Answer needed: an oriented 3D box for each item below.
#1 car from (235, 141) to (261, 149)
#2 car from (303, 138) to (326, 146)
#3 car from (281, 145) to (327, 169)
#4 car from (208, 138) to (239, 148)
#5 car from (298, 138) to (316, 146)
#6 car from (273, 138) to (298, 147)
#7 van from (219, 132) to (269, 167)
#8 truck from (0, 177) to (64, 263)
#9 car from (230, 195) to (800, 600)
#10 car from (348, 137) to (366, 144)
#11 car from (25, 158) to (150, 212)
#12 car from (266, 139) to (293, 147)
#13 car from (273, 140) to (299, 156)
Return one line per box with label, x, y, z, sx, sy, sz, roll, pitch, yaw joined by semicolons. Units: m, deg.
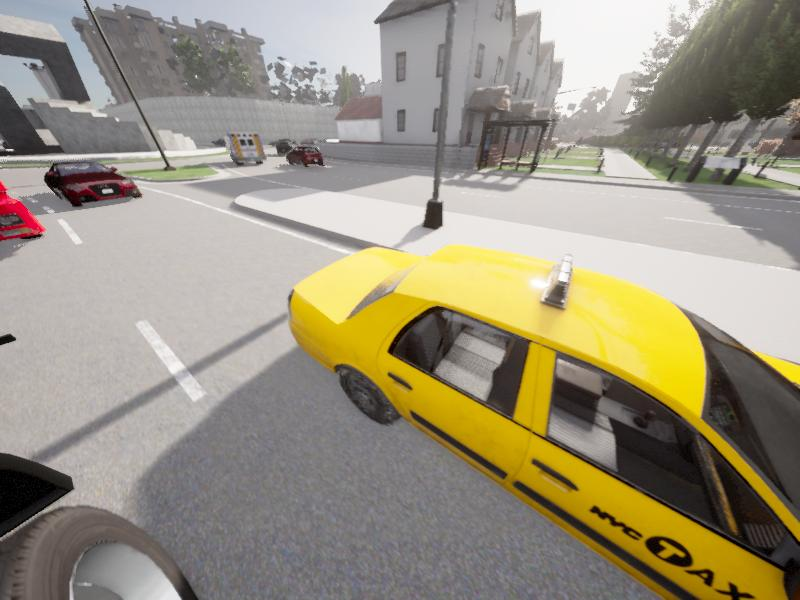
car;-29.909;-30.524;45.417;4.718;1.301;1.895;18;39;24
car;-21.424;-39.523;57.789;2.038;1.542;4.974;23;42;29
car;-8.329;-12.486;20.048;1.816;1.474;4.193;-30;45;-35
car;-37.872;-33.761;49.658;4.856;1.649;2.033;3;36;4
car;-23.949;-40.964;59.804;1.845;1.501;3.633;23;42;29
car;-27.629;-38.143;55.861;2.038;1.542;4.974;24;42;29
van;-14.607;-14.128;21.527;2.351;2.431;6.366;-24;42;-30
truck;-12.559;-3.394;5.325;8.468;3.827;2.891;20;40;25
car;1.277;0.528;1.768;5.366;1.575;1.801;22;41;28
car;-12.498;-46.617;67.652;1.801;1.575;5.366;23;42;29
car;-12.823;-4.891;9.528;4.181;1.385;1.994;20;40;25
car;-27.100;-35.379;52.074;1.812;1.442;4.674;28;44;33
car;-15.716;-21.230;32.127;1.930;1.638;5.238;-6;36;-9
